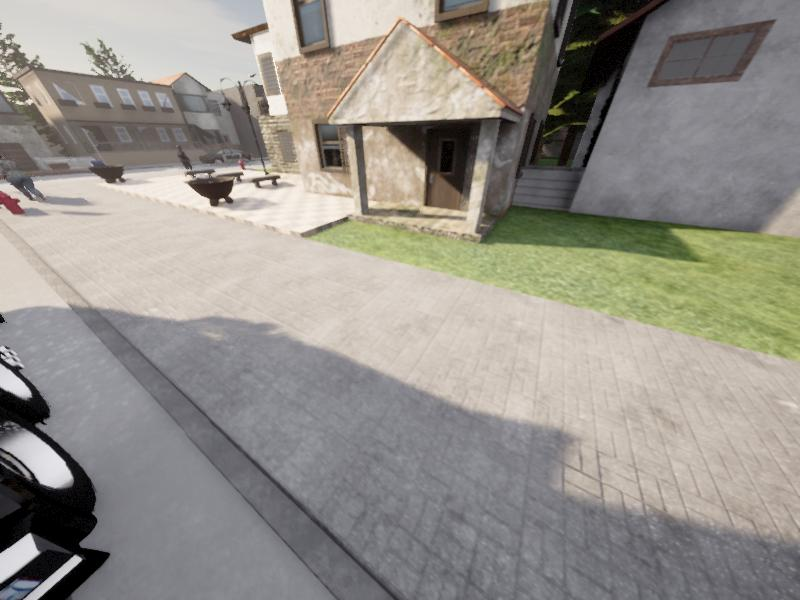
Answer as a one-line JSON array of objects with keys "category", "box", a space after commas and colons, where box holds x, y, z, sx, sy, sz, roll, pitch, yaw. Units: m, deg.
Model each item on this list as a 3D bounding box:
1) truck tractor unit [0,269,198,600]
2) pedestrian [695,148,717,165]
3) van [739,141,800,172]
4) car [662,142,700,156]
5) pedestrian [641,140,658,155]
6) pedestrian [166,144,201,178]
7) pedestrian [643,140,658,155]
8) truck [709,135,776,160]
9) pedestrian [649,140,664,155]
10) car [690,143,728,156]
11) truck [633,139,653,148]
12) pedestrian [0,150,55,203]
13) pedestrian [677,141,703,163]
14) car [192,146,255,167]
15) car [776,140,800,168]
[{"category": "truck tractor unit", "box": [-5.118, -0.294, 0.764, 6.516, 4.208, 3.053, 18, 39, 24]}, {"category": "pedestrian", "box": [29.324, -13.771, 22.165, 0.751, 1.300, 0.751, -29, 44, -35]}, {"category": "van", "box": [32.565, -12.468, 19.889, 1.775, 1.987, 4.442, 18, 39, 24]}, {"category": "car", "box": [44.189, -23.899, 36.483, 2.242, 1.667, 4.611, 18, 39, 24]}, {"category": "pedestrian", "box": [37.563, -22.939, 34.772, 0.751, 1.860, 0.751, 2, 35, 4]}, {"category": "pedestrian", "box": [-14.197, -9.180, 15.231, 0.751, 1.860, 0.751, -2, 35, -3]}, {"category": "pedestrian", "box": [37.068, -22.555, 34.225, 0.751, 1.860, 0.751, 26, 43, 32]}, {"category": "truck", "box": [44.821, -20.239, 30.532, 2.627, 2.467, 5.204, 18, 39, 25]}, {"category": "pedestrian", "box": [38.126, -22.637, 34.333, 0.751, 1.860, 0.751, 22, 40, 28]}, {"category": "car", "box": [48.975, -24.050, 36.784, 2.038, 1.542, 4.974, 19, 39, 25]}, {"category": "truck", "box": [70.733, -45.567, 67.322, 2.390, 2.098, 6.274, 18, 39, 24]}, {"category": "pedestrian", "box": [-15.911, -5.091, 9.580, 0.751, 1.860, 0.751, 3, 35, 5]}, {"category": "pedestrian", "box": [30.263, -15.474, 24.112, 0.751, 1.860, 0.751, 17, 38, 23]}, {"category": "car", "box": [-20.022, -16.575, 26.541, 1.930, 1.638, 5.238, 17, 39, 24]}, {"category": "car", "box": [37.519, -12.869, 20.375, 2.150, 2.045, 5.566, 18, 39, 25]}]
